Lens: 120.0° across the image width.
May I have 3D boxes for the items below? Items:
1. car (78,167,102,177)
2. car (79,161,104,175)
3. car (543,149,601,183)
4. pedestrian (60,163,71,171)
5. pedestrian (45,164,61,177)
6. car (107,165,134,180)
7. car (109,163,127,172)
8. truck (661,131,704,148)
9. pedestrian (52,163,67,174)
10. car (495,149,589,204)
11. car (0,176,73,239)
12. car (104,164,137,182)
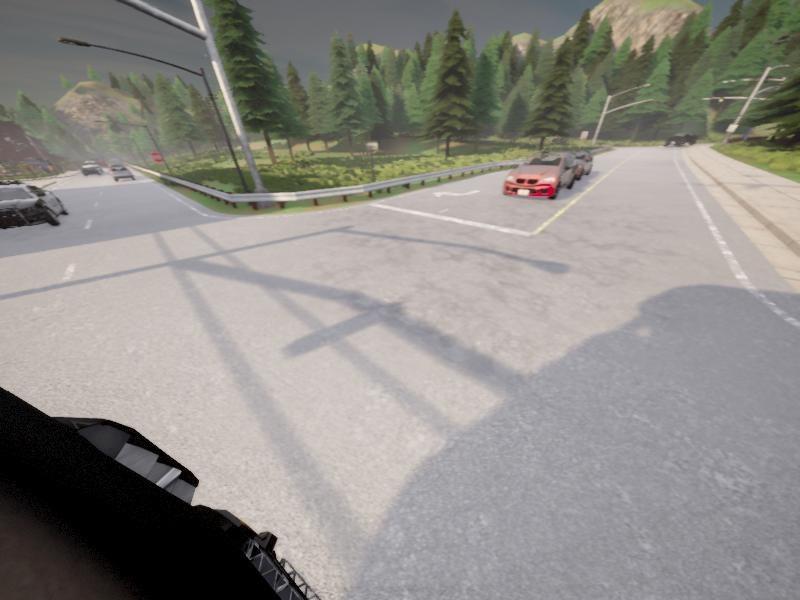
[{"bbox_3d":[-52.826,-21.908,39.407,4.718,1.301,1.895,26,43,36],"label":"car"},{"bbox_3d":[-61.611,-26.517,46.279,5.566,2.045,2.150,26,43,36],"label":"car"},{"bbox_3d":[10.762,-8.466,14.434,1.816,1.474,4.193,25,43,35],"label":"car"},{"bbox_3d":[-88.341,-35.180,61.042,0.751,1.860,0.751,-20,38,-25],"label":"pedestrian"},{"bbox_3d":[-58.749,-21.985,39.128,0.751,1.860,0.751,22,41,32],"label":"pedestrian"},{"bbox_3d":[-38.565,-17.648,31.856,4.674,1.442,1.812,26,43,36],"label":"car"},{"bbox_3d":[-62.093,-29.162,50.858,4.181,1.385,1.994,26,43,36],"label":"car"},{"bbox_3d":[49.557,-28.148,40.516,6.274,2.098,2.390,-17,36,-21],"label":"truck"},{"bbox_3d":[-67.140,-25.883,45.576,0.751,1.860,0.751,9,36,17],"label":"pedestrian"},{"bbox_3d":[6.654,-5.904,10.721,2.242,1.667,4.611,25,43,35],"label":"car"},{"bbox_3d":[-15.924,-3.957,9.528,5.238,1.638,1.930,26,43,36],"label":"car"},{"bbox_3d":[-33.684,-15.324,27.873,3.988,1.617,1.851,26,43,36],"label":"car"}]
